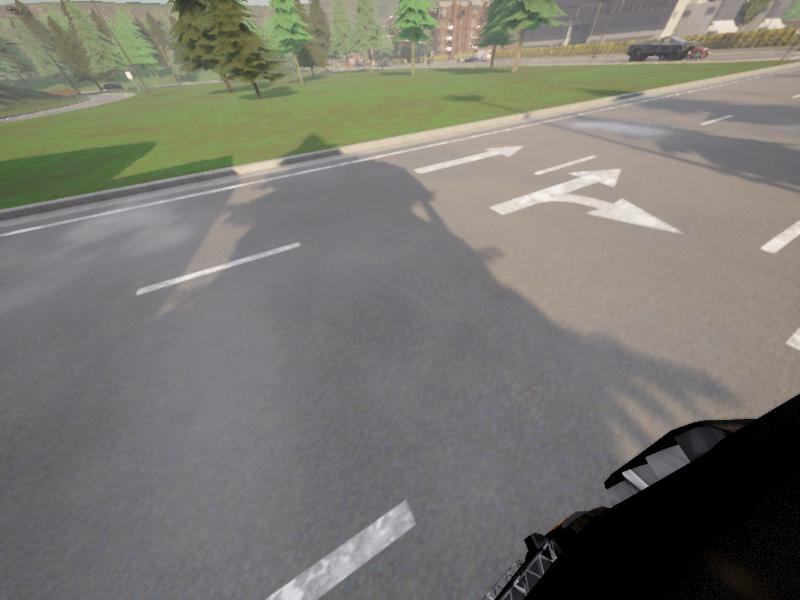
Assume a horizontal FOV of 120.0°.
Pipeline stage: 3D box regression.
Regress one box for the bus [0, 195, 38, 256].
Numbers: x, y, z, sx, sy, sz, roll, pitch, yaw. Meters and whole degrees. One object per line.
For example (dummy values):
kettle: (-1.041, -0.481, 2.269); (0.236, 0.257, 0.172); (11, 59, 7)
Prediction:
bus: (-11.121, 0.082, 0.437); (10.273, 4.253, 3.944); (-22, 49, -17)
